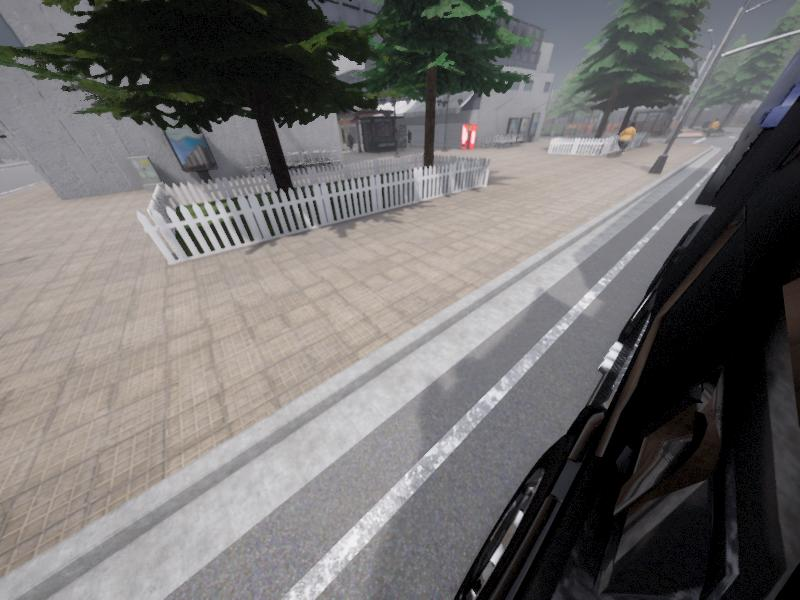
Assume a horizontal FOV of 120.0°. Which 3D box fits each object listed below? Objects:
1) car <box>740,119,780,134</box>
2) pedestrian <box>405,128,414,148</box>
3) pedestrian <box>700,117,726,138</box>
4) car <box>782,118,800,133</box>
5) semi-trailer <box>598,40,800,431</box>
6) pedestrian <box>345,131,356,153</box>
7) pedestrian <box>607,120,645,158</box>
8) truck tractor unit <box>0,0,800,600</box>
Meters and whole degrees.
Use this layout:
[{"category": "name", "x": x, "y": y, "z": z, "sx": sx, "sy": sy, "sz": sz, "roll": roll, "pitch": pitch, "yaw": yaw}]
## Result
[{"category": "car", "x": 46.224, "y": -22.358, "z": 29.762, "sx": 4.181, "sy": 1.385, "sz": 1.994, "roll": -32, "pitch": 46, "yaw": -34}, {"category": "pedestrian", "x": 1.095, "y": -18.531, "z": 26.473, "sx": 0.751, "sy": 1.860, "sz": 0.751, "roll": -23, "pitch": 41, "yaw": -25}, {"category": "pedestrian", "x": 34.963, "y": -19.259, "z": 25.819, "sx": 0.751, "sy": 1.860, "sz": 0.751, "roll": -14, "pitch": 38, "yaw": -16}, {"category": "car", "x": 49.122, "y": -21.161, "z": 27.987, "sx": 1.994, "sy": 1.385, "sz": 4.181, "roll": 29, "pitch": 47, "yaw": 35}, {"category": "semi-trailer", "x": 8.682, "y": -3.605, "z": 4.260, "sx": 14.254, "sy": 4.402, "sz": 2.717, "roll": -28, "pitch": 44, "yaw": -30}, {"category": "pedestrian", "x": -5.042, "y": -16.132, "z": 23.602, "sx": 0.751, "sy": 1.860, "sz": 0.751, "roll": -5, "pitch": 37, "yaw": -3}, {"category": "pedestrian", "x": 13.793, "y": -9.821, "z": 14.148, "sx": 0.751, "sy": 1.860, "sz": 0.751, "roll": -17, "pitch": 39, "yaw": -19}, {"category": "truck tractor unit", "x": 2.645, "y": -0.295, "z": 0.351, "sx": 6.516, "sy": 4.208, "sz": 3.053, "roll": -28, "pitch": 44, "yaw": -30}]
